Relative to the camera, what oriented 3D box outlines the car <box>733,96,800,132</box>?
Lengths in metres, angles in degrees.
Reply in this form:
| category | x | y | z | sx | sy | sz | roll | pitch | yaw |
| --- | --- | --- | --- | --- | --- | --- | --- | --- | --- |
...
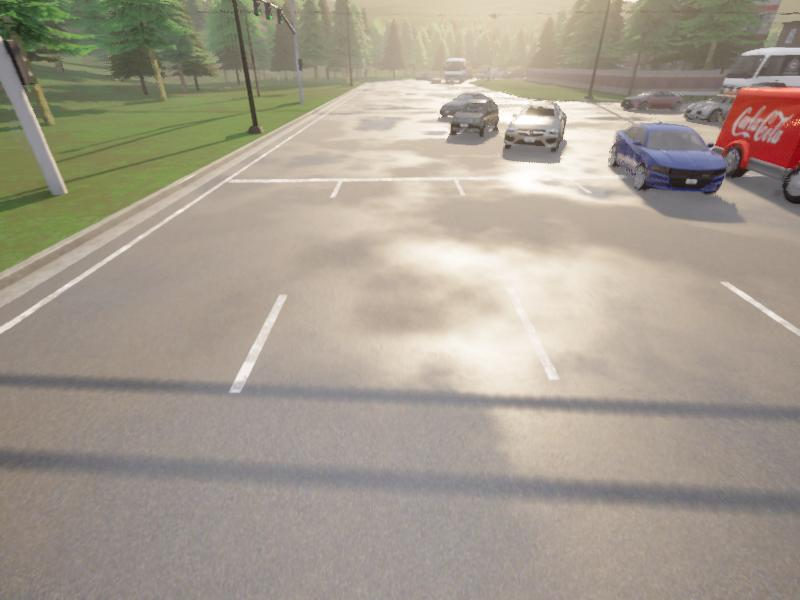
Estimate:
| category | x | y | z | sx | sy | sz | roll | pitch | yaw |
| --- | --- | --- | --- | --- | --- | --- | --- | --- | --- |
| car | 21.297 | -10.134 | 21.716 | 4.514 | 1.525 | 2.007 | -2 | 30 | -4 |

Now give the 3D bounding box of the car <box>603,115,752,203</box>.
| category | x | y | z | sx | sy | sz | roll | pitch | yaw |
| --- | --- | --- | --- | --- | --- | --- | --- | --- | --- |
| car | 7.844 | -4.444 | 12.023 | 1.882 | 1.535 | 5.008 | 6 | 31 | 11 |

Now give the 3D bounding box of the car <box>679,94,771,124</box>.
| category | x | y | z | sx | sy | sz | roll | pitch | yaw |
| --- | --- | --- | --- | --- | --- | --- | --- | --- | --- |
| car | 19.861 | -11.804 | 24.616 | 3.806 | 1.475 | 1.970 | -4 | 31 | -6 |

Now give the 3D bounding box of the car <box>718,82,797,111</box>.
| category | x | y | z | sx | sy | sz | roll | pitch | yaw |
| --- | --- | --- | --- | --- | --- | --- | --- | --- | --- |
| car | 27.569 | -15.789 | 30.990 | 3.866 | 1.878 | 1.905 | 0 | 30 | 0 |

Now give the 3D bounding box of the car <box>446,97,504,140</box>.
| category | x | y | z | sx | sy | sz | roll | pitch | yaw |
| --- | --- | --- | --- | --- | --- | --- | --- | --- | --- |
| car | 3.831 | -9.222 | 20.166 | 1.789 | 1.549 | 3.705 | 13 | 33 | 22 |

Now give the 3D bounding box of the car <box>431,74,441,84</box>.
| category | x | y | z | sx | sy | sz | roll | pitch | yaw |
| --- | --- | --- | --- | --- | --- | --- | --- | --- | --- |
| car | 6.932 | -42.532 | 76.982 | 1.801 | 1.575 | 5.366 | 2 | 30 | 4 |

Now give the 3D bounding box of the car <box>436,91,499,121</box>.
| category | x | y | z | sx | sy | sz | roll | pitch | yaw |
| --- | --- | --- | --- | --- | --- | --- | --- | --- | --- |
| car | 4.591 | -13.120 | 26.919 | 1.812 | 1.442 | 4.674 | 24 | 38 | 36 |

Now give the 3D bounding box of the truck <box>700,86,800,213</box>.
| category | x | y | z | sx | sy | sz | roll | pitch | yaw |
| --- | --- | --- | --- | --- | --- | --- | --- | --- | --- |
| truck | 11.162 | -4.199 | 10.679 | 2.627 | 2.467 | 5.204 | 3 | 31 | 8 |

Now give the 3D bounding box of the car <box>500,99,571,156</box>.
| category | x | y | z | sx | sy | sz | roll | pitch | yaw |
| --- | --- | --- | --- | --- | --- | --- | --- | --- | --- |
| car | 6.021 | -7.652 | 17.416 | 2.152 | 1.651 | 5.027 | 12 | 32 | 20 |

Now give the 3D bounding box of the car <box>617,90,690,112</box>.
| category | x | y | z | sx | sy | sz | roll | pitch | yaw |
| --- | --- | --- | --- | --- | --- | --- | --- | --- | --- |
| car | 19.375 | -15.312 | 30.707 | 4.181 | 1.385 | 1.994 | -3 | 31 | -5 |

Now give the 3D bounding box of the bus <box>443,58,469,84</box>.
| category | x | y | z | sx | sy | sz | roll | pitch | yaw |
| --- | --- | --- | --- | --- | --- | --- | --- | --- | --- |
| bus | 11.315 | -45.938 | 80.096 | 3.944 | 4.253 | 10.273 | 7 | 31 | 11 |

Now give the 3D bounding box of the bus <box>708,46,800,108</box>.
| category | x | y | z | sx | sy | sz | roll | pitch | yaw |
| --- | --- | --- | --- | --- | --- | --- | --- | --- | --- |
| bus | 32.955 | -18.507 | 33.284 | 10.273 | 4.253 | 3.944 | 0 | 30 | 0 |
